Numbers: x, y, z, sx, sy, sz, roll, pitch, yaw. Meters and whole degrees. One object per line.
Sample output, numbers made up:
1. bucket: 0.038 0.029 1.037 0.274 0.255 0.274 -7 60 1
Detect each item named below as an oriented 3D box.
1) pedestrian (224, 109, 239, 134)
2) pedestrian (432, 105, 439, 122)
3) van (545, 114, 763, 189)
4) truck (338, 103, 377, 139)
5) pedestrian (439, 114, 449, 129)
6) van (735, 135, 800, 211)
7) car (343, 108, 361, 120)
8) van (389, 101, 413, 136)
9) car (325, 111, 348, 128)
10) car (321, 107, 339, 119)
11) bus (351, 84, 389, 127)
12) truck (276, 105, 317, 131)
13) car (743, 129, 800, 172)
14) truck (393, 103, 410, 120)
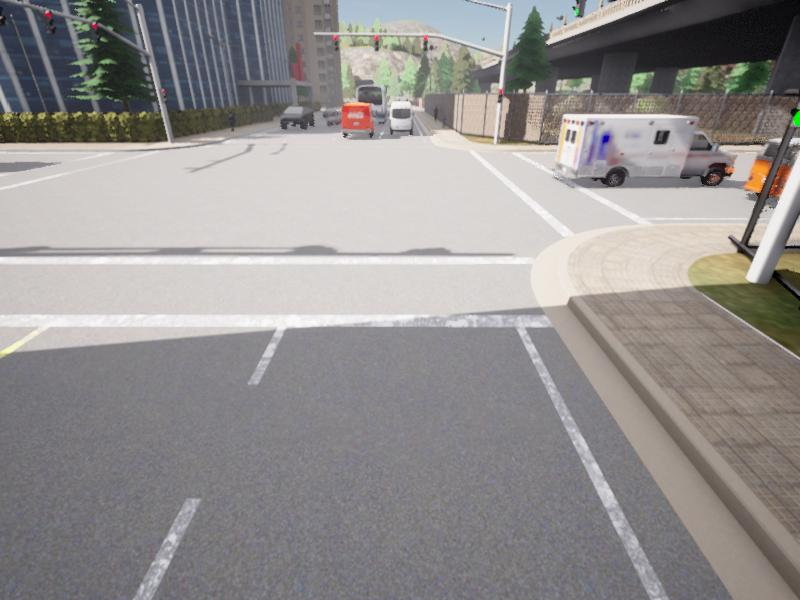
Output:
1. pedestrian: -14.245 -15.078 33.780 0.751 1.860 0.751 -6 28 -12
2. pedestrian: 4.283 -22.383 48.087 0.751 1.860 0.751 1 27 1
3. van: 9.351 -5.752 15.397 6.366 2.431 2.351 0 27 0
4. truck: -3.389 -14.983 33.327 2.627 2.467 5.204 0 28 0
5. pedestrian: 4.304 -17.405 38.951 0.751 1.300 0.751 -4 27 -7
6. van: 13.623 -3.963 12.379 4.442 1.987 1.775 0 27 0
7. car: -6.811 -26.563 57.204 1.994 1.385 4.181 0 27 0
8. van: 0.124 -16.442 36.095 1.988 2.561 5.915 0 27 0
9. car: -6.854 -19.584 43.418 1.816 1.474 4.193 0 27 0
10. car: -10.304 -27.776 59.492 1.812 1.442 4.674 0 27 0
11. bus: -3.455 -24.293 49.620 3.944 4.253 10.273 0 29 0
12. truck: -10.365 -18.547 40.698 2.390 2.098 6.274 0 27 0
13. car: 19.539 -7.023 18.718 4.611 1.667 2.242 0 27 0
14. truck: 0.192 -27.423 58.084 2.390 2.098 6.274 0 27 0
